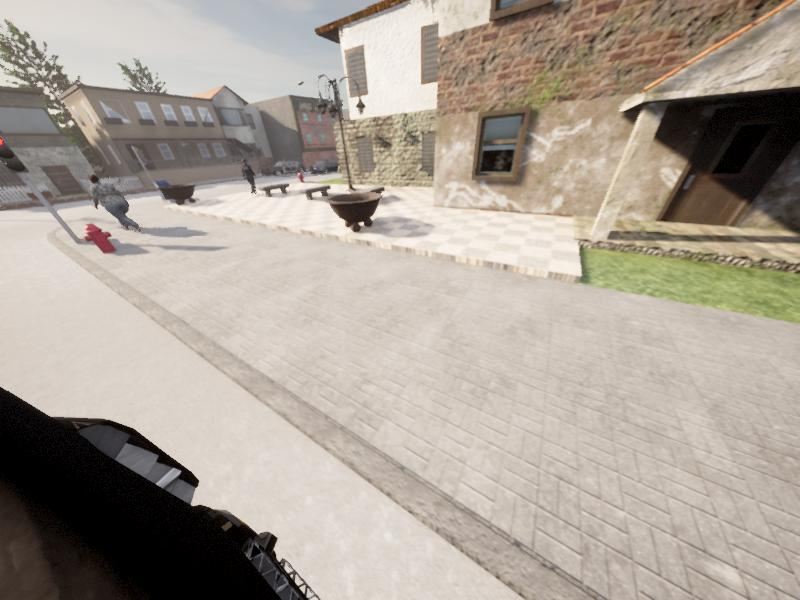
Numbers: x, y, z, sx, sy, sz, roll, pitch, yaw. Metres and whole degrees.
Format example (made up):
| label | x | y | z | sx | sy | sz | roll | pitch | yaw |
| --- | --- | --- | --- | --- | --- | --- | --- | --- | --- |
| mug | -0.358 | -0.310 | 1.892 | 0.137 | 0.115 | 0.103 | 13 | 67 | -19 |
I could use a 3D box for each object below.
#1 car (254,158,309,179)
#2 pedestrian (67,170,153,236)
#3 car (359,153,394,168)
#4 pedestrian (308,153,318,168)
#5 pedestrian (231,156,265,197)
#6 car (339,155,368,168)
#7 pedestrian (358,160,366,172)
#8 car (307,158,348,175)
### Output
| label | x | y | z | sx | sy | sz | roll | pitch | yaw |
| --- | --- | --- | --- | --- | --- | --- | --- | --- | --- |
| car | -13.255 | -15.068 | 26.282 | 1.930 | 1.638 | 5.238 | 15 | 37 | 25 |
| pedestrian | -9.363 | -3.155 | 7.557 | 0.751 | 1.860 | 0.751 | 7 | 35 | 14 |
| car | -3.307 | -20.427 | 33.773 | 2.033 | 1.411 | 5.357 | 18 | 39 | 28 |
| pedestrian | -12.886 | -20.626 | 34.200 | 0.751 | 1.860 | 0.751 | -29 | 41 | -33 |
| pedestrian | -8.365 | -6.829 | 12.802 | 0.751 | 1.860 | 0.751 | -4 | 34 | -2 |
| car | -6.975 | -21.018 | 34.987 | 1.994 | 1.385 | 4.181 | 15 | 38 | 25 |
| pedestrian | -3.922 | -13.995 | 24.160 | 0.500 | 1.100 | 0.500 | 9 | 36 | 18 |
| car | -8.262 | -15.443 | 26.687 | 1.994 | 1.385 | 4.181 | 17 | 39 | 28 |
